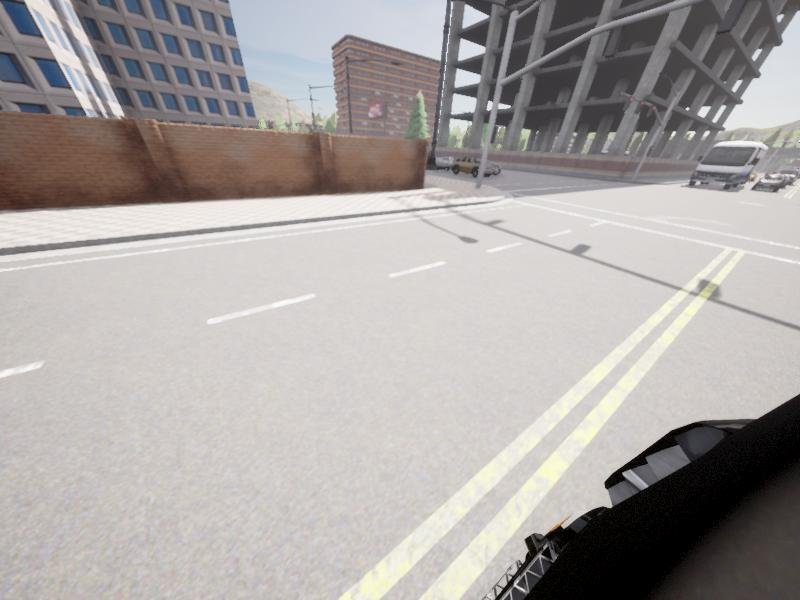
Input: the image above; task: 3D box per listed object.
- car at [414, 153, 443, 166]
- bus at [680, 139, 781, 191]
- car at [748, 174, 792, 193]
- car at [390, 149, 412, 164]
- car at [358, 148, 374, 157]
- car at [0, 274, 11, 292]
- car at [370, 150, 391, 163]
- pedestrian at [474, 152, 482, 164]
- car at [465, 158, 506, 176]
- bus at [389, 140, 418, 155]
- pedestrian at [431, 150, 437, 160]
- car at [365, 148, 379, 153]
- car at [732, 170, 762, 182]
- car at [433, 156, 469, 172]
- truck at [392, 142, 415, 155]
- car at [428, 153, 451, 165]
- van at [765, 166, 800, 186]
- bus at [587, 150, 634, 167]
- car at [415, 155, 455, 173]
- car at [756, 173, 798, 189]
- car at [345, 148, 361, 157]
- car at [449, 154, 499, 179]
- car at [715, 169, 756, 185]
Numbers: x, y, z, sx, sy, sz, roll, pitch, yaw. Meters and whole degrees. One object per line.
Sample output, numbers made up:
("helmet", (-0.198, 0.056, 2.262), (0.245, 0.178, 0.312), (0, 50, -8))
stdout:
("car", (4.680, -23.377, 38.347), (2.128, 1.511, 4.902), (-17, 39, -28))
("bus", (36.870, -14.990, 25.761), (10.273, 4.253, 3.944), (-17, 39, -28))
("car", (39.781, -12.594, 24.816), (3.705, 1.549, 1.789), (-17, 39, -28))
("car", (0.065, -24.144, 38.792), (1.905, 1.878, 3.866), (-17, 38, -28))
("car", (-8.043, -35.080, 55.012), (2.007, 1.525, 4.514), (-17, 38, -28))
("car", (-7.743, 0.192, 1.834), (4.181, 1.385, 1.994), (-17, 39, -28))
("car", (-3.212, -23.393, 37.650), (1.851, 1.617, 3.988), (-17, 38, -28))
("pedestrian", (14.633, -26.525, 43.268), (0.751, 1.860, 0.751), (-23, 41, -34))
("car", (9.632, -15.180, 26.377), (1.970, 1.475, 3.806), (-17, 38, -27))
("bus", (1.282, -56.485, 85.652), (10.273, 4.253, 3.944), (-17, 39, -28))
("pedestrian", (7.679, -32.946, 52.422), (0.751, 1.860, 0.751), (-19, 39, -30))
("car", (-10.791, -58.370, 90.006), (5.008, 1.535, 1.882), (-17, 39, -28))
("car", (56.925, -20.304, 37.833), (5.366, 1.575, 1.801), (-17, 38, -28))
("car", (6.594, -17.946, 30.347), (1.812, 1.442, 4.674), (-17, 39, -28))
("truck", (1.506, -58.582, 89.230), (8.468, 3.827, 2.891), (-17, 39, -28))
("car", (6.928, -24.967, 40.895), (1.789, 1.549, 3.705), (-17, 39, -28))
("van", (59.348, -19.130, 35.476), (6.366, 2.431, 2.351), (-17, 39, -28))
("bus", (70.644, -47.812, 78.000), (3.944, 4.253, 10.273), (-18, 39, -28))
("car", (4.114, -16.605, 28.086), (2.163, 1.488, 4.792), (-17, 38, -28))
("car", (48.007, -15.169, 29.410), (4.902, 1.511, 2.128), (-17, 38, -28))
("car", (-10.754, -33.920, 53.068), (1.837, 1.490, 4.892), (-17, 38, -28))
("car", (7.415, -13.784, 23.724), (1.932, 1.855, 4.605), (-16, 38, -26))
("car", (46.400, -17.021, 31.936), (4.611, 1.667, 2.242), (-17, 39, -28))
